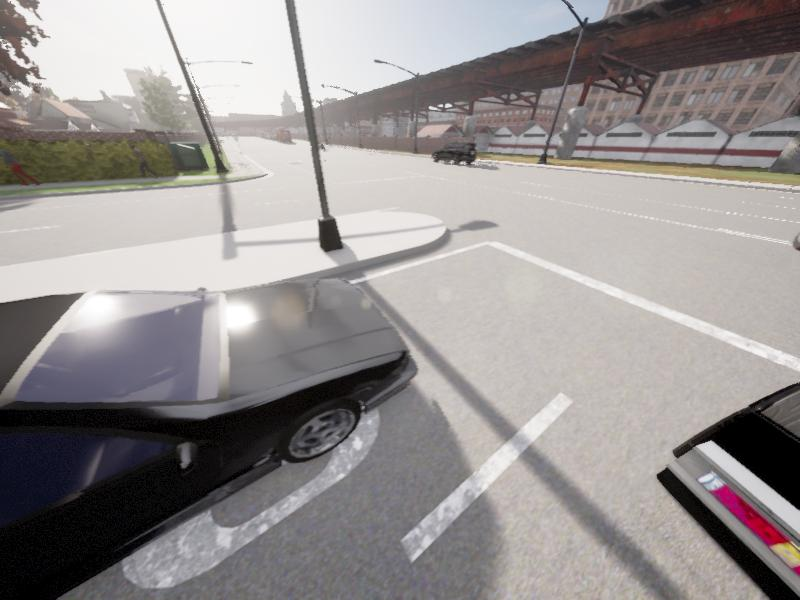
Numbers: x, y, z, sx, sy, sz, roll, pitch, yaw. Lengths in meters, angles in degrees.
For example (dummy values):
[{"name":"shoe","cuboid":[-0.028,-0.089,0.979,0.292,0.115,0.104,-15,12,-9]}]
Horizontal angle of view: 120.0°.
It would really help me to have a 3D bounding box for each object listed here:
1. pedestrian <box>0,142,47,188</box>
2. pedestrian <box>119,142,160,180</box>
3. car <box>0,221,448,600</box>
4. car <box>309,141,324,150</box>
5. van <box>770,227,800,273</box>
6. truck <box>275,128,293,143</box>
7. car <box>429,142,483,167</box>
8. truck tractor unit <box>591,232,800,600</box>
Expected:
[{"name":"pedestrian","cuboid":[-18.777,-6.558,11.257,0.751,1.860,0.751,-21,40,-28]},{"name":"pedestrian","cuboid":[-15.207,-8.137,13.561,0.751,1.860,0.751,-20,40,-27]},{"name":"car","cuboid":[-2.471,0.857,1.524,5.357,1.411,2.033,-20,40,-27]},{"name":"car","cuboid":[-18.322,-33.962,50.720,1.970,1.475,3.806,-20,41,-26]},{"name":"van","cuboid":[10.767,-0.682,2.878,1.988,2.561,5.915,-20,40,-27]},{"name":"truck","cuboid":[-36.998,-52.318,73.426,2.891,3.827,8.468,-20,41,-26]},{"name":"car","cuboid":[5.906,-16.080,25.331,2.150,2.045,5.566,-20,40,-27]},{"name":"truck tractor unit","cuboid":[5.317,-0.004,0.367,6.516,4.208,3.053,-8,36,-11]}]
